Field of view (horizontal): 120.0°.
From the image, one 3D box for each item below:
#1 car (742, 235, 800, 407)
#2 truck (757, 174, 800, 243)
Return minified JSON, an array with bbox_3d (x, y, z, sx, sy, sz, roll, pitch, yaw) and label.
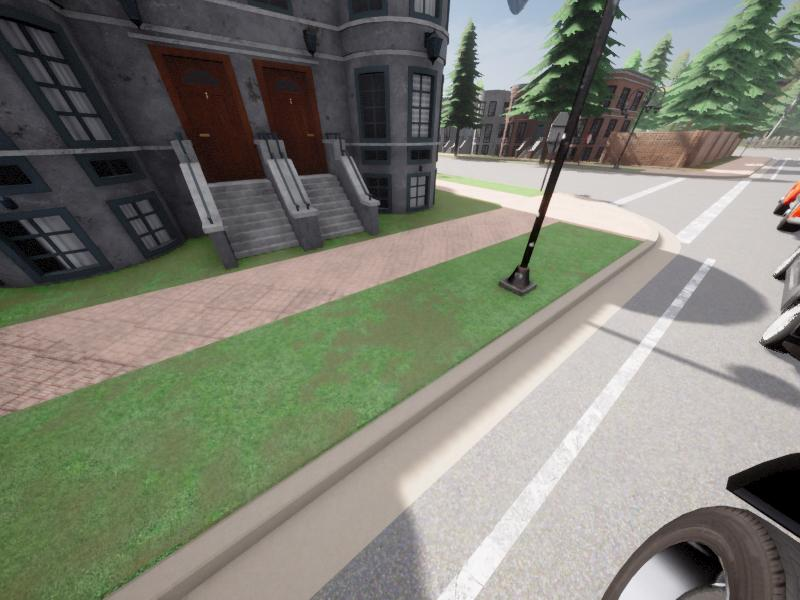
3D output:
[{"bbox_3d":[6.554,-0.173,2.708,5.238,1.638,1.930,-22,41,-28],"label":"car"},{"bbox_3d":[12.784,-3.057,6.020,5.204,2.467,2.627,-22,41,-28],"label":"truck"}]
